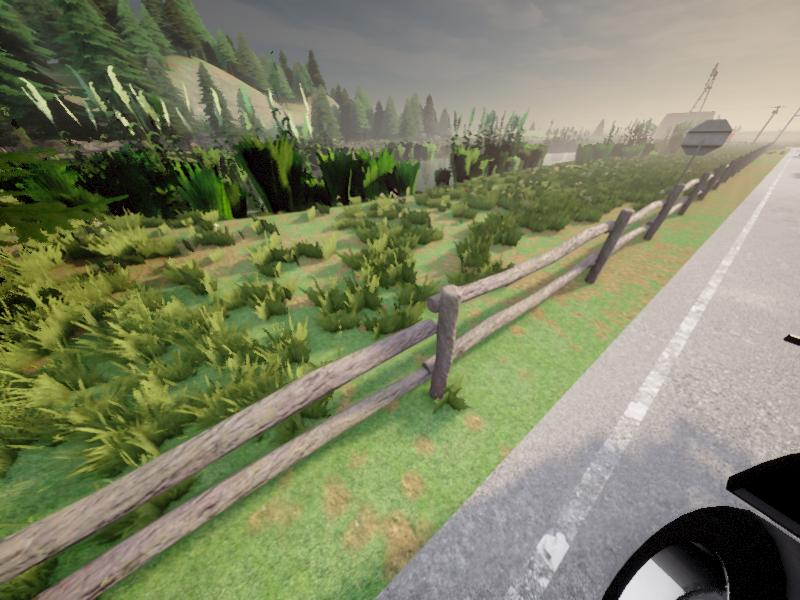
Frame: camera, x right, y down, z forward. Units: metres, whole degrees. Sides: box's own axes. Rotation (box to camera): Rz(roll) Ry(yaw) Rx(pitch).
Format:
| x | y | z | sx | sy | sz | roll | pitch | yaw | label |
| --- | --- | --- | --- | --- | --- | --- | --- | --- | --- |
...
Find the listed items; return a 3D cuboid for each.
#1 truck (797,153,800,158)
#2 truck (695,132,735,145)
| x | y | z | sx | sy | sz | roll | pitch | yaw | label |
| --- | --- | --- | --- | --- | --- | --- | --- | --- | --- |
| 50.884 | -18.458 | 27.565 | 5.204 | 2.467 | 2.627 | -22 | 41 | -28 | truck |
| 80.812 | -41.442 | 59.298 | 2.627 | 2.467 | 5.204 | -20 | 42 | -26 | truck |
